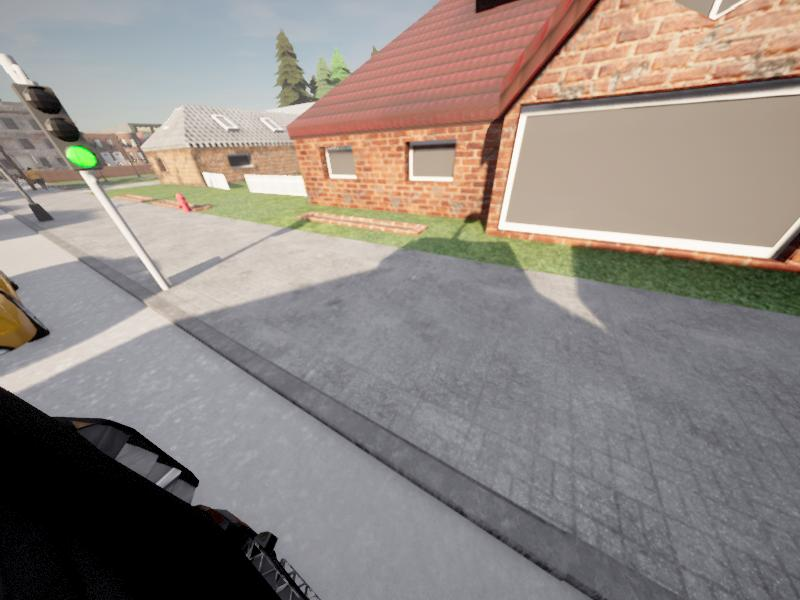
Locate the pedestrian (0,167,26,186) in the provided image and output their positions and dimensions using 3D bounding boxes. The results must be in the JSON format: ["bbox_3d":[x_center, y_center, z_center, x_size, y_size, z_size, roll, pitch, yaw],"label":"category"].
[{"bbox_3d":[-45.954,-14.667,27.383,0.751,1.860,0.751,24,42,34],"label":"pedestrian"}]

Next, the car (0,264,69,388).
[{"bbox_3d":[-7.094,-0.024,3.086,5.008,1.535,1.882,16,38,26],"label":"car"}]

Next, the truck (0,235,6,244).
[{"bbox_3d":[-16.690,-3.006,7.760,6.274,2.098,2.390,16,38,26],"label":"truck"}]

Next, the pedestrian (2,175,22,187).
[{"bbox_3d":[-44.067,-13.543,26.243,0.500,1.100,0.500,3,34,8],"label":"pedestrian"}]

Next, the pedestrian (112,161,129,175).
[{"bbox_3d":[-44.304,-20.892,36.623,0.751,1.860,0.751,15,37,24],"label":"pedestrian"}]

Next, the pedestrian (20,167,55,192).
[{"bbox_3d":[-31.423,-10.482,20.049,0.751,1.860,0.751,16,38,26],"label":"pedestrian"}]

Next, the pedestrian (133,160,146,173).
[{"bbox_3d":[-43.978,-22.503,39.020,0.751,1.860,0.751,25,43,35],"label":"pedestrian"}]

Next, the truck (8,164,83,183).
[{"bbox_3d":[-57.460,-20.699,37.708,2.390,2.098,6.274,16,38,26],"label":"truck"}]
